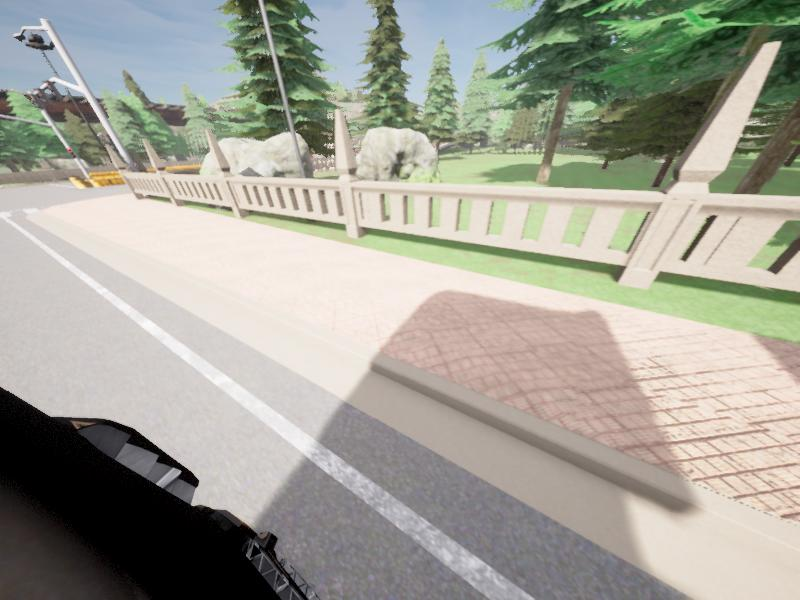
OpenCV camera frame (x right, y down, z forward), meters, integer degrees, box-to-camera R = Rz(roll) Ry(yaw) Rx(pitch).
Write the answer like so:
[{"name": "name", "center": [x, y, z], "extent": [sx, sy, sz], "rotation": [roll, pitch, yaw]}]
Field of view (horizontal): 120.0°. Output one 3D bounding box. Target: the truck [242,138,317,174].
[{"name": "truck", "center": [-16.072, -19.996, 31.884], "extent": [2.891, 3.827, 8.468], "rotation": [16, 38, 26]}]
